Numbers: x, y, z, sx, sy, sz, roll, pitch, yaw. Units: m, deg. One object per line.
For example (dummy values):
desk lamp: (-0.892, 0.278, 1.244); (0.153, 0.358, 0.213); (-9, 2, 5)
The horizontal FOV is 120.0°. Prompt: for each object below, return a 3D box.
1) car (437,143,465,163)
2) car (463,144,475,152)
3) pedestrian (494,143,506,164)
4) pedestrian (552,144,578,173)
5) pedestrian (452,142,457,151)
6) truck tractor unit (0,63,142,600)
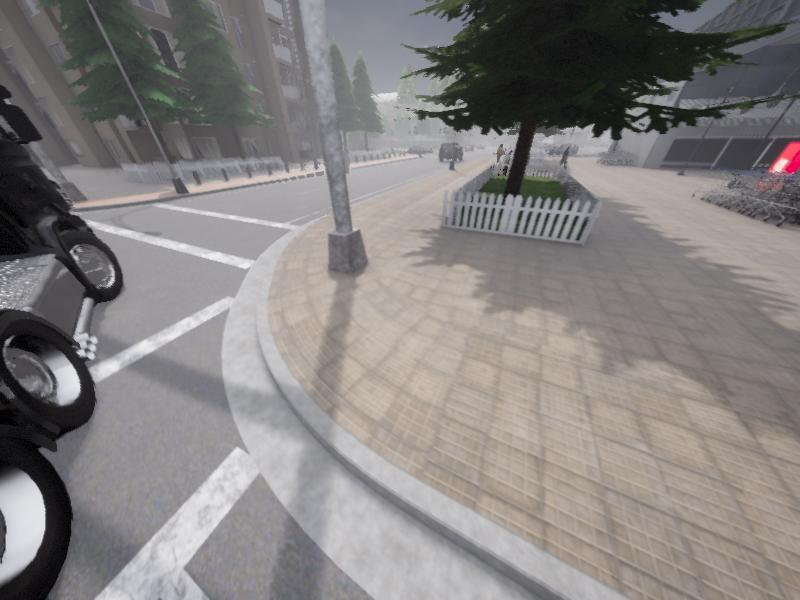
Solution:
car: (6.776, -19.536, 30.536); (2.150, 2.045, 5.566); (14, 37, 20)
car: (16.845, -37.091, 56.323); (1.789, 1.549, 3.705); (14, 38, 20)
pedestrian: (11.069, -16.187, 25.498); (0.751, 1.860, 0.751); (16, 38, 22)
pedestrian: (12.799, -11.011, 17.957); (0.751, 1.860, 0.751); (-14, 37, -19)
pedestrian: (13.778, -39.015, 58.569); (0.751, 1.860, 0.751); (21, 40, 28)
truck tractor unit: (-4.743, -0.560, 1.169); (3.053, 4.208, 6.516); (-27, 43, -34)
